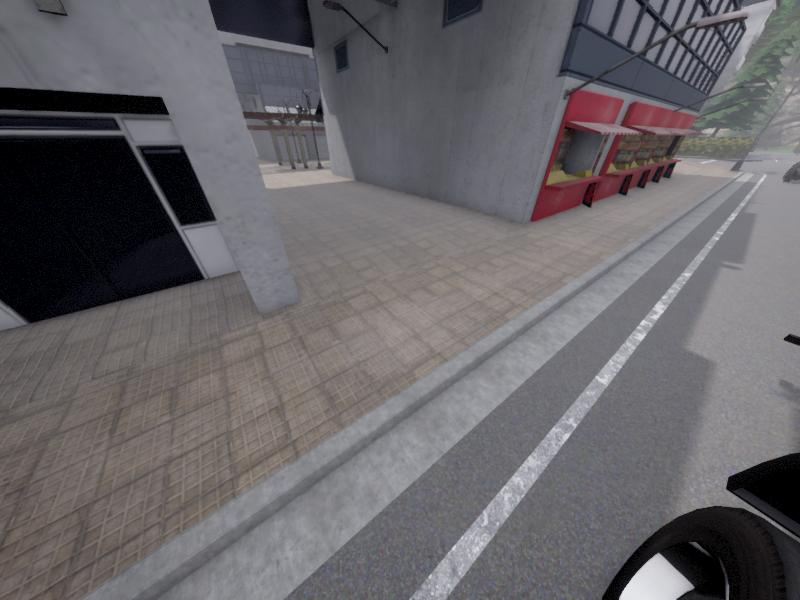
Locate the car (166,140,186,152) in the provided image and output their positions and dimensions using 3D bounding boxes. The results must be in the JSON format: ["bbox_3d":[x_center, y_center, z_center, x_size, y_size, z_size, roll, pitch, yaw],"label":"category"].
[{"bbox_3d":[-42.363,-29.241,43.750,1.932,1.855,4.605,-23,41,-29],"label":"car"}]

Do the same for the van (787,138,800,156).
[{"bbox_3d":[55.317,-20.447,30.836,1.775,1.987,4.442,20,40,26],"label":"van"}]

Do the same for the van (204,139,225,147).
[{"bbox_3d":[-58.992,-49.963,73.514,4.480,2.038,2.069,-23,41,-29],"label":"van"}]

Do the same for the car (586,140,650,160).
[{"bbox_3d":[24.593,-17.128,26.304,2.242,1.667,4.611,-23,41,-29],"label":"car"}]

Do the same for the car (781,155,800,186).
[{"bbox_3d":[23.827,-7.366,13.021,4.181,1.385,1.994,-24,41,-29],"label":"car"}]

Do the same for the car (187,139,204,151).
[{"bbox_3d":[-40.278,-30.454,45.422,1.905,1.878,3.866,-23,41,-29],"label":"car"}]

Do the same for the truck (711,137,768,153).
[{"bbox_3d":[56.527,-26.090,38.740,2.390,2.098,6.274,14,38,19],"label":"truck"}]
